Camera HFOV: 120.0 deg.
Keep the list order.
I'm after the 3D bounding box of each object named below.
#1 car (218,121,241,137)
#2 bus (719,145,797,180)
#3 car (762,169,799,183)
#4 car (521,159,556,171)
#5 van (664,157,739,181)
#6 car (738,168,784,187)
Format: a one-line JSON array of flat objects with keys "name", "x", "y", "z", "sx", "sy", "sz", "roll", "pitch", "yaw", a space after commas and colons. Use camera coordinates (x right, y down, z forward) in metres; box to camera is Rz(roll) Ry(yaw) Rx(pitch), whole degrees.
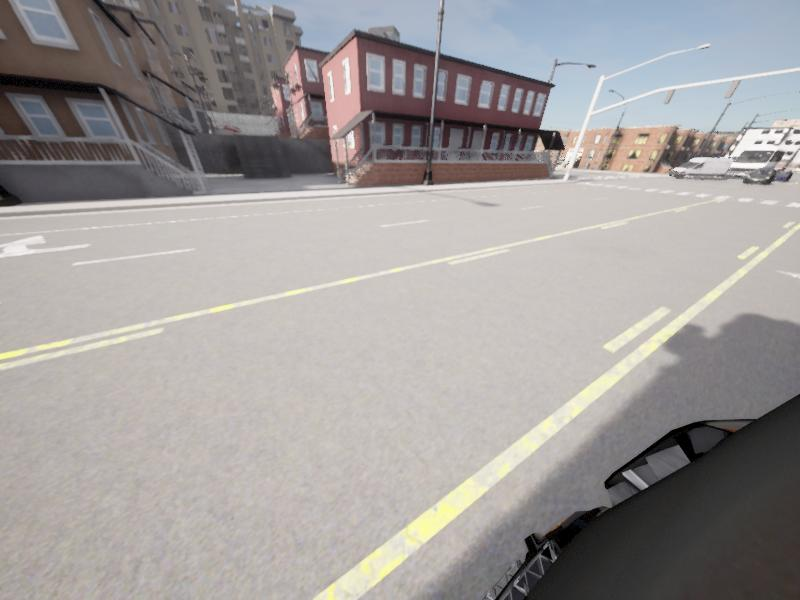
[{"name": "car", "x": -34.810, "y": -34.923, "z": 47.303, "sx": 3.705, "sy": 1.549, "sz": 1.789, "roll": -4, "pitch": 31, "yaw": -32}, {"name": "bus", "x": 55.609, "y": -21.313, "z": 35.920, "sx": 10.273, "sy": 4.253, "sz": 3.944, "roll": -16, "pitch": 36, "yaw": -25}, {"name": "car", "x": 52.665, "y": -17.226, "z": 31.982, "sx": 4.193, "sy": 1.474, "sz": 1.816, "roll": -16, "pitch": 37, "yaw": -25}, {"name": "car", "x": 26.099, "y": -25.609, "z": 43.798, "sx": 1.930, "sy": 1.638, "sz": 5.238, "roll": -16, "pitch": 36, "yaw": -25}, {"name": "van", "x": 40.876, "y": -17.881, "z": 31.504, "sx": 5.915, "sy": 2.561, "sz": 1.988, "roll": 2, "pitch": 34, "yaw": 2}, {"name": "car", "x": 41.278, "y": -14.054, "z": 26.401, "sx": 3.988, "sy": 1.617, "sz": 1.851, "roll": -16, "pitch": 36, "yaw": -25}]
